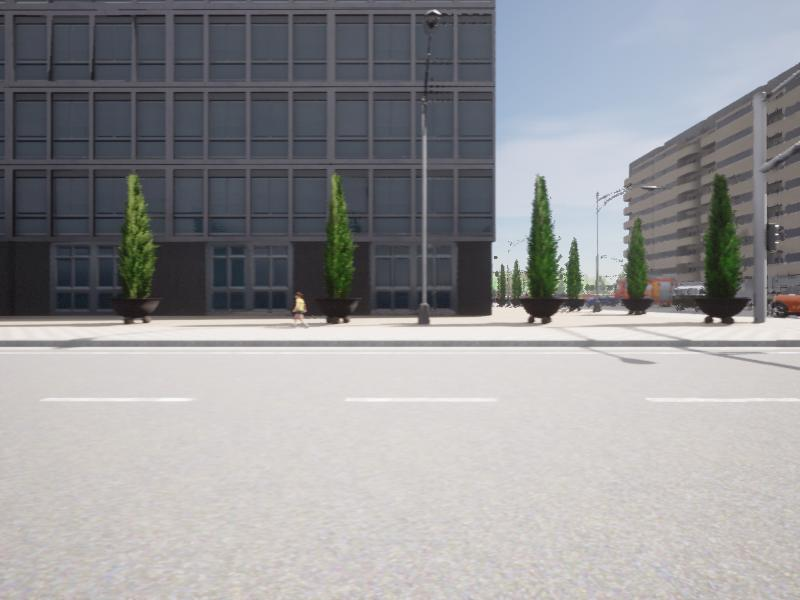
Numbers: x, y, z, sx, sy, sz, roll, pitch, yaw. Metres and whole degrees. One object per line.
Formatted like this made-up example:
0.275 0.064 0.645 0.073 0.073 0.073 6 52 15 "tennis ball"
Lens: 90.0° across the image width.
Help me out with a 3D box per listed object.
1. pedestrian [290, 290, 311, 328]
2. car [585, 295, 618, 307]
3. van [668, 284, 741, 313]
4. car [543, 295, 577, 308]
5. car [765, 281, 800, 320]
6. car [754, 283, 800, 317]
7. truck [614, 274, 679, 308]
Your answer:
-2.928 0.265 11.769 0.500 1.100 0.500 0 0 -1 "pedestrian"
26.378 0.160 52.622 1.882 1.535 5.008 0 0 1 "car"
22.683 -0.088 30.076 2.069 2.038 4.480 0 0 0 "van"
19.342 0.174 48.547 2.128 1.511 4.902 0 0 0 "car"
19.055 0.035 17.482 2.097 1.767 4.553 0 0 1 "car"
22.613 -0.008 22.159 1.932 1.855 4.605 0 0 0 "car"
29.853 -0.984 49.036 2.891 3.827 8.468 0 0 0 "truck"
